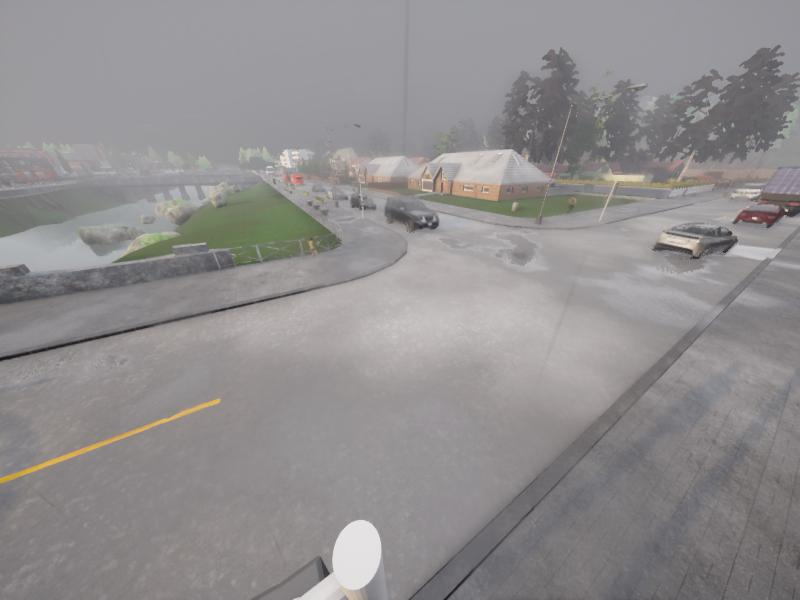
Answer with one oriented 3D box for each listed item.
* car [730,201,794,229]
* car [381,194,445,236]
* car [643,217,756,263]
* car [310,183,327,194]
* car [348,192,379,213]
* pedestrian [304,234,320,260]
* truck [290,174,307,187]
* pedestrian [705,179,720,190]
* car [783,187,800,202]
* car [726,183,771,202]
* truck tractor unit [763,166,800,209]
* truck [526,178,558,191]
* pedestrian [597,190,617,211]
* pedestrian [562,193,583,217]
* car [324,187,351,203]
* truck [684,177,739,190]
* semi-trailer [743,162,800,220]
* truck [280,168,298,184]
[{"bbox_3d":[29.692,-7.080,18.941,5.008,1.535,1.882,-16,34,-26],"label":"car"},{"bbox_3d":[0.712,-6.731,17.823,2.150,2.045,5.566,-16,34,-25],"label":"car"},{"bbox_3d":[16.100,-3.353,12.495,4.514,1.525,2.007,-11,32,-19],"label":"car"},{"bbox_3d":[-14.470,-19.707,40.792,1.789,1.549,3.705,-16,34,-26],"label":"car"},{"bbox_3d":[-4.020,-10.667,25.082,1.851,1.617,3.988,-16,34,-26],"label":"car"},{"bbox_3d":[-4.303,-2.571,11.294,0.500,1.100,0.500,-11,32,-18],"label":"pedestrian"},{"bbox_3d":[-24.417,-28.727,55.498,2.627,2.467,5.204,-16,34,-26],"label":"truck"},{"bbox_3d":[62.258,-23.059,46.019,0.751,1.860,0.751,-4,30,-6],"label":"pedestrian"},{"bbox_3d":[55.090,-14.418,31.606,5.366,1.575,1.801,-16,34,-26],"label":"car"},{"bbox_3d":[48.857,-15.121,32.357,5.566,2.045,2.150,-16,34,-25],"label":"car"},{"bbox_3d":[47.333,-13.305,27.080,6.516,4.208,3.053,-16,34,-26],"label":"truck tractor unit"},{"bbox_3d":[27.281,-22.337,44.478,2.069,2.038,4.478,-16,34,-26],"label":"truck"},{"bbox_3d":[21.528,-10.382,24.081,0.751,1.860,0.751,-16,33,-25],"label":"pedestrian"},{"bbox_3d":[15.739,-8.692,21.153,0.751,1.860,0.751,-13,32,-21],"label":"pedestrian"},{"bbox_3d":[-8.823,-14.801,32.316,2.038,1.542,4.974,-16,34,-26],"label":"car"},{"bbox_3d":[65.552,-24.616,48.753,2.390,2.098,6.274,-15,33,-25],"label":"truck"},{"bbox_3d":[40.473,-11.430,23.590,14.254,4.402,2.717,-16,34,-26],"label":"semi-trailer"},{"bbox_3d":[-31.910,-35.806,66.400,2.891,3.827,8.468,-16,34,-26],"label":"truck"}]
